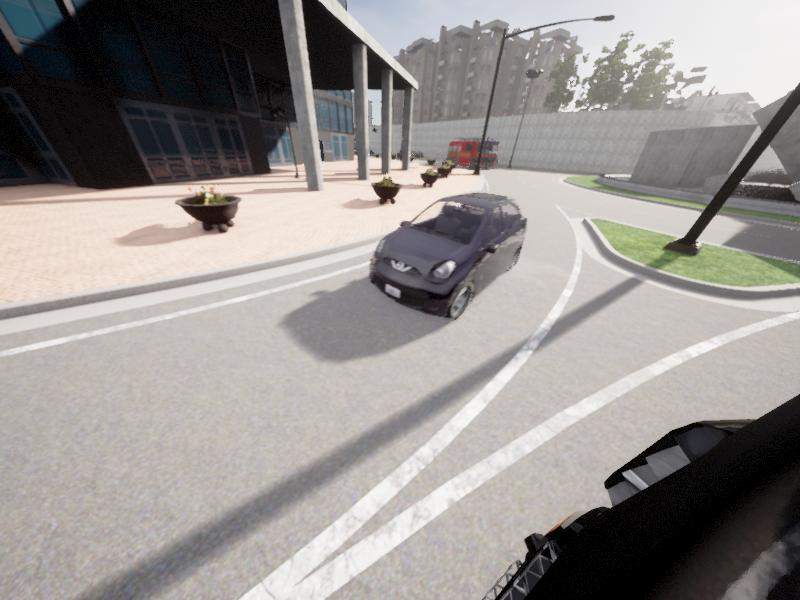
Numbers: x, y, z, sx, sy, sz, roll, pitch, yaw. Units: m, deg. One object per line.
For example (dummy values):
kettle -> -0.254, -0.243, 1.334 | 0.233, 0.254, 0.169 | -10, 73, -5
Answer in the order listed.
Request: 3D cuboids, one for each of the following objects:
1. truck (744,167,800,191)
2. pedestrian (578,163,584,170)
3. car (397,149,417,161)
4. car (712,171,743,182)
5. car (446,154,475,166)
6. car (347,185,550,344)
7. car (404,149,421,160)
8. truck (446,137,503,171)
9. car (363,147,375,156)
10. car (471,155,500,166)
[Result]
truck -> 48.051, -14.727, 28.269 | 2.390, 2.098, 6.274 | -17, 38, -28
pedestrian -> 32.882, -24.234, 42.013 | 0.500, 1.100, 0.500 | 24, 39, 28
car -> 1.447, -30.772, 48.973 | 1.932, 1.855, 4.605 | -17, 38, -27
car -> 54.043, -20.454, 38.148 | 4.718, 1.301, 1.895 | -15, 38, -26
car -> 10.737, -25.128, 41.453 | 1.801, 1.575, 5.366 | -14, 37, -24
car -> 1.095, -1.109, 4.371 | 1.845, 1.501, 3.633 | 27, 40, 32
car -> 2.839, -33.263, 52.841 | 1.905, 1.878, 3.866 | -16, 38, -27
truck -> 10.546, -21.644, 34.129 | 2.891, 3.827, 8.468 | -11, 36, -20
car -> -8.458, -40.340, 62.656 | 1.905, 1.878, 3.866 | -16, 38, -27
car -> 16.923, -27.735, 45.817 | 2.242, 1.667, 4.611 | -21, 40, -31
